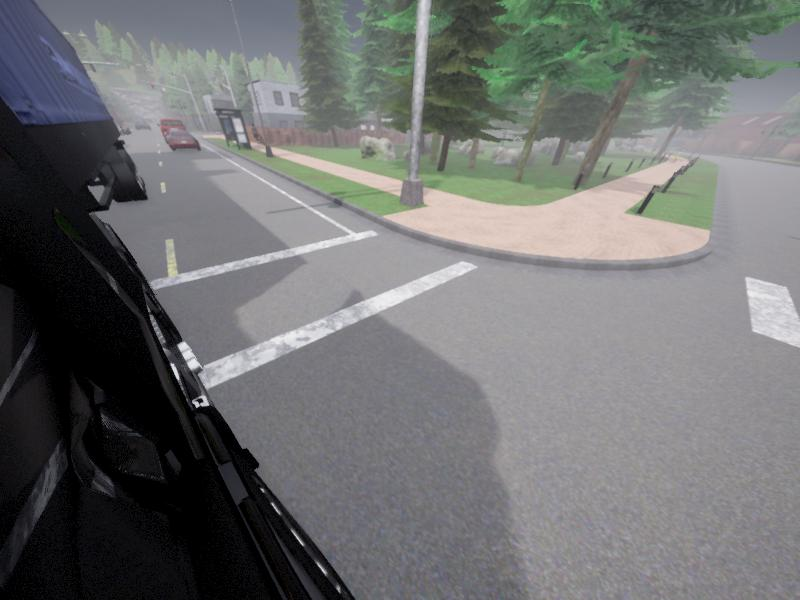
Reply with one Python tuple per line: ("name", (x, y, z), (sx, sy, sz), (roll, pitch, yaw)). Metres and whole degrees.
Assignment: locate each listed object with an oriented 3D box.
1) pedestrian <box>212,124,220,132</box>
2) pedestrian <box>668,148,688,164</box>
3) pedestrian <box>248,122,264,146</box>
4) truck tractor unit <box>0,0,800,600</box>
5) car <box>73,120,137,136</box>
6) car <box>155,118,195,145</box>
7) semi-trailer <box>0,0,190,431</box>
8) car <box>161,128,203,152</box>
("pedestrian", (-35.335, -33.107, 44.423), (0.751, 1.300, 0.751), (-27, 46, -33))
("pedestrian", (28.818, -14.930, 23.984), (0.751, 1.300, 0.751), (-26, 45, -33))
("pedestrian", (-14.532, -16.721, 23.302), (0.751, 1.860, 0.751), (-25, 45, -32))
("truck tractor unit", (-2.645, -0.295, 0.351), (6.516, 4.208, 3.053), (28, 44, 30))
("car", (-37.711, -22.091, 29.672), (4.514, 1.525, 2.007), (-7, 38, -12))
("car", (-23.412, -17.556, 24.021), (2.150, 2.045, 5.566), (-25, 45, -32))
("semi-trailer", (-8.131, -3.936, 4.719), (2.717, 4.402, 14.254), (-27, 46, -34))
("car", (-18.320, -13.456, 19.405), (1.994, 1.385, 4.181), (-25, 45, -32))
